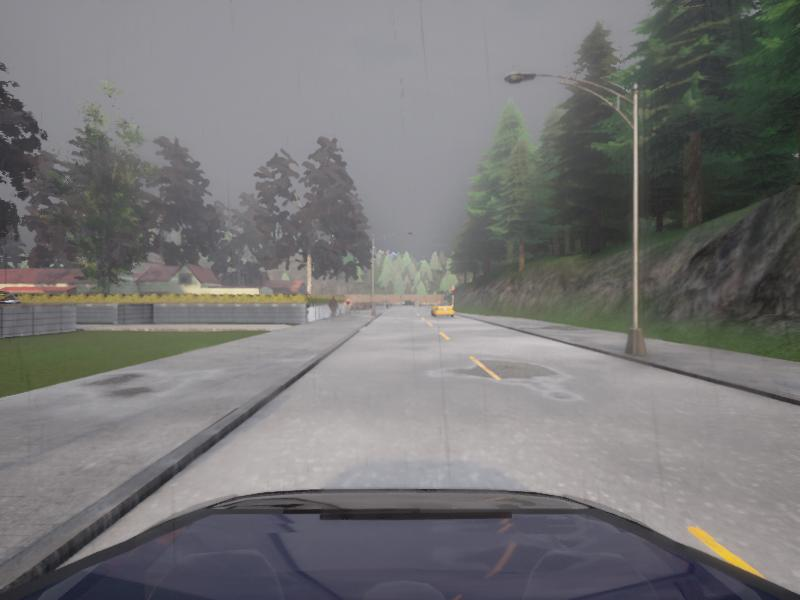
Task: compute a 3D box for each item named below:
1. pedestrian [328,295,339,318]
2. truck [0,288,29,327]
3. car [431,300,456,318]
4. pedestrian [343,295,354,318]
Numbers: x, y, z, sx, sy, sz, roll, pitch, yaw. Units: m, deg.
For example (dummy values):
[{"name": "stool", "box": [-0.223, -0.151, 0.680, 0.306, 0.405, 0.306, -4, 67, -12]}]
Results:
[{"name": "pedestrian", "box": [-5.378, 0.541, 32.524, 0.751, 1.860, 0.751, 0, 0, -1]}, {"name": "truck", "box": [-22.979, 0.385, 21.311, 4.478, 2.038, 2.069, 0, 0, 0]}, {"name": "car", "box": [4.000, 0.811, 37.853, 1.801, 1.575, 5.366, 0, 0, 0]}, {"name": "pedestrian", "box": [-4.279, 0.542, 33.063, 0.751, 1.860, 0.751, 0, 0, 4]}]
